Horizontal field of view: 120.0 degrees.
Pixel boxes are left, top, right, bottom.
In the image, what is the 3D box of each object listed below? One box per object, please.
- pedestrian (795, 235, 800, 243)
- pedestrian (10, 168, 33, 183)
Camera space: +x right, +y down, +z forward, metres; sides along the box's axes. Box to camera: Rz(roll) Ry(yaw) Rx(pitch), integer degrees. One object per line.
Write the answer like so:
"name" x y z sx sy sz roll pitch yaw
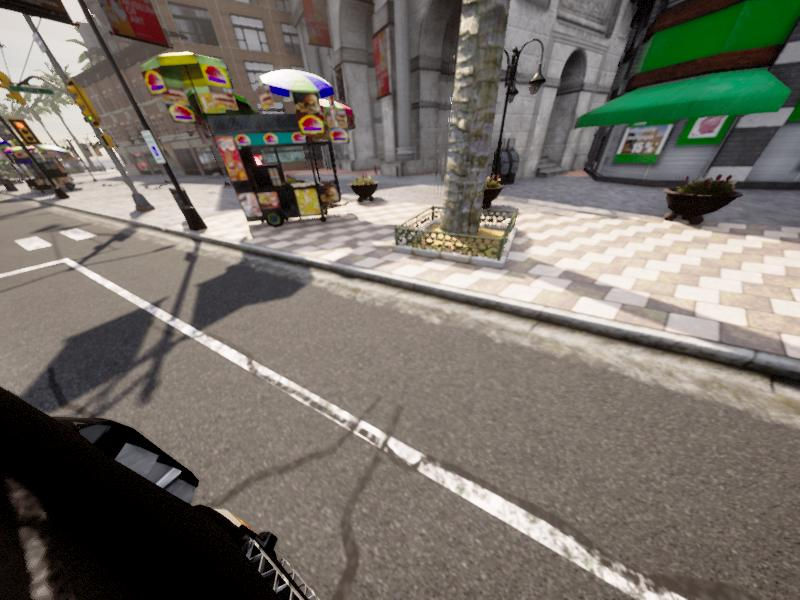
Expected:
"pedestrian" 8.459 -1.756 3.940 0.751 1.860 0.751 15 37 25
"pedestrian" -54.544 -17.913 33.271 0.751 1.860 0.751 8 35 16
